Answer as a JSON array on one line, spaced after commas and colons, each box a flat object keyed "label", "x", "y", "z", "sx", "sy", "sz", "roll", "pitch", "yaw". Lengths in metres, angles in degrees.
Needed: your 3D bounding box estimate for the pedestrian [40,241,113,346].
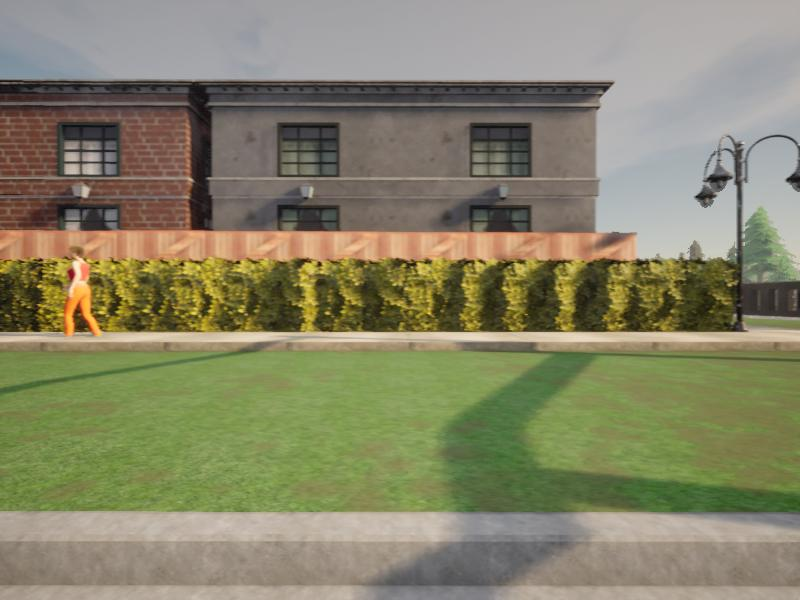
[{"label": "pedestrian", "x": -5.996, "y": -0.115, "z": 7.461, "sx": 0.751, "sy": 1.860, "sz": 0.751, "roll": 0, "pitch": 0, "yaw": 0}]
